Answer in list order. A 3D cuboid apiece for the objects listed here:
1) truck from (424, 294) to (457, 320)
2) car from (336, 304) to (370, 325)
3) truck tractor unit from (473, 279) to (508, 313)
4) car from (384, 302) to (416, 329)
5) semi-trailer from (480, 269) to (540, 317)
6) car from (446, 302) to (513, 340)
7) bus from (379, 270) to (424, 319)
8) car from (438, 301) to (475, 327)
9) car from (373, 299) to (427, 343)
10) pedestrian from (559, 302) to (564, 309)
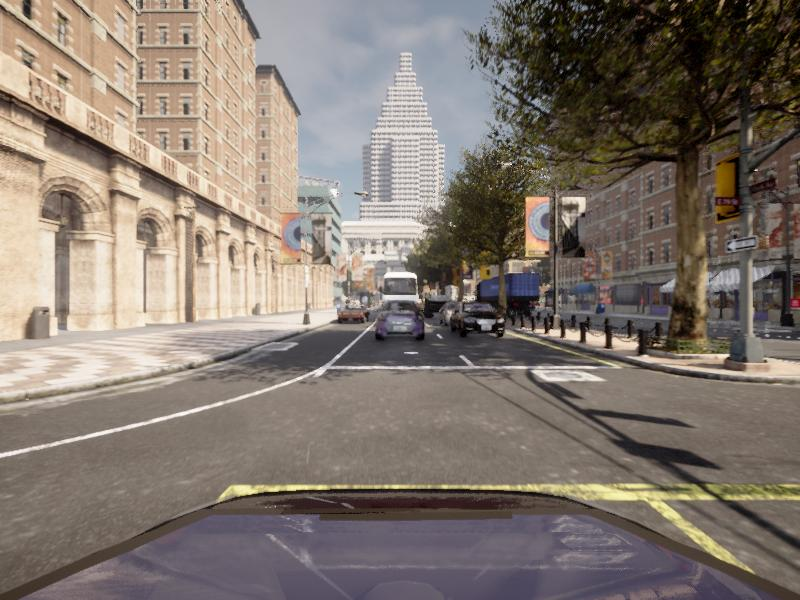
[{"bbox_3d":[3.500,0.565,36.094,2.390,2.098,6.274,0,0,0],"label":"truck"},{"bbox_3d":[-3.249,0.956,28.387,1.895,1.301,4.718,0,0,0],"label":"car"},{"bbox_3d":[11.498,-0.490,51.637,3.053,4.208,6.516,0,0,0],"label":"truck tractor unit"},{"bbox_3d":[-0.001,0.860,24.989,1.837,1.490,4.892,0,0,0],"label":"car"},{"bbox_3d":[11.486,-0.590,43.723,2.717,4.402,14.254,0,0,0],"label":"semi-trailer"},{"bbox_3d":[3.501,0.848,18.606,2.128,1.511,4.902,0,0,0],"label":"car"},{"bbox_3d":[0.138,-0.513,40.360,3.944,4.253,10.273,0,0,0],"label":"bus"},{"bbox_3d":[3.499,0.842,25.326,1.845,1.501,3.633,0,0,0],"label":"car"},{"bbox_3d":[-0.002,0.789,17.441,2.033,1.649,4.856,0,0,0],"label":"car"},{"bbox_3d":[25.248,0.904,62.626,0.500,1.100,0.500,0,0,-3],"label":"pedestrian"}]
